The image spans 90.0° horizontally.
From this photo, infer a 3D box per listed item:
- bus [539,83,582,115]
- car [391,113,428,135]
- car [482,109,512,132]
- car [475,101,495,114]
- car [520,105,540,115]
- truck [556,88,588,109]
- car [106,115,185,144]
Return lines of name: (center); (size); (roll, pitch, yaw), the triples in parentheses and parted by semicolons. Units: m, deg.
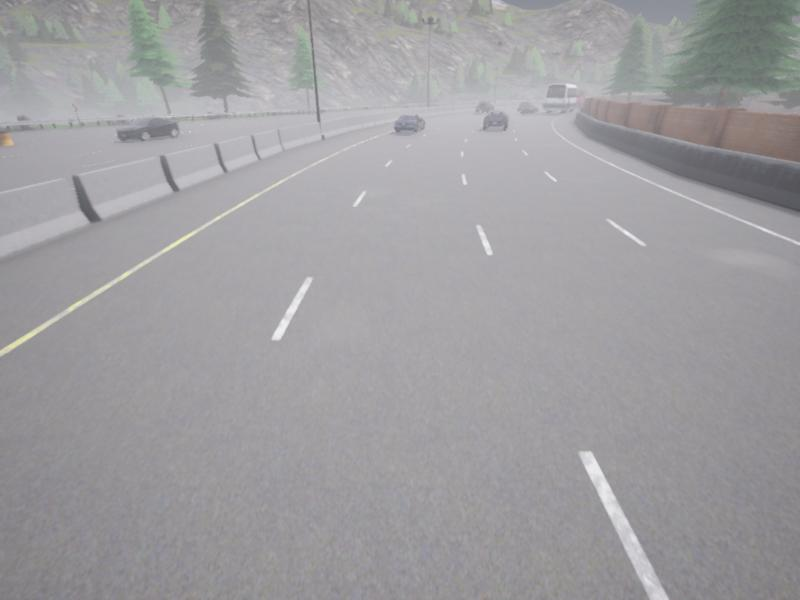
bus: (26.422, -33.054, 65.687); (3.944, 4.253, 10.273); (15, 31, 27)
car: (0.921, -15.349, 34.713); (2.033, 1.411, 5.357); (6, 28, 12)
car: (9.079, -16.821, 37.270); (2.152, 1.651, 5.027); (7, 28, 15)
car: (13.856, -31.365, 65.076); (1.932, 1.855, 4.605); (13, 30, 24)
car: (20.598, -30.102, 63.222); (1.895, 1.301, 4.718); (14, 31, 26)
truck: (35.918, -41.987, 83.369); (2.891, 3.827, 8.468); (21, 34, 35)
car: (-18.253, -12.461, 29.068); (1.882, 1.535, 5.008); (4, 28, 8)
